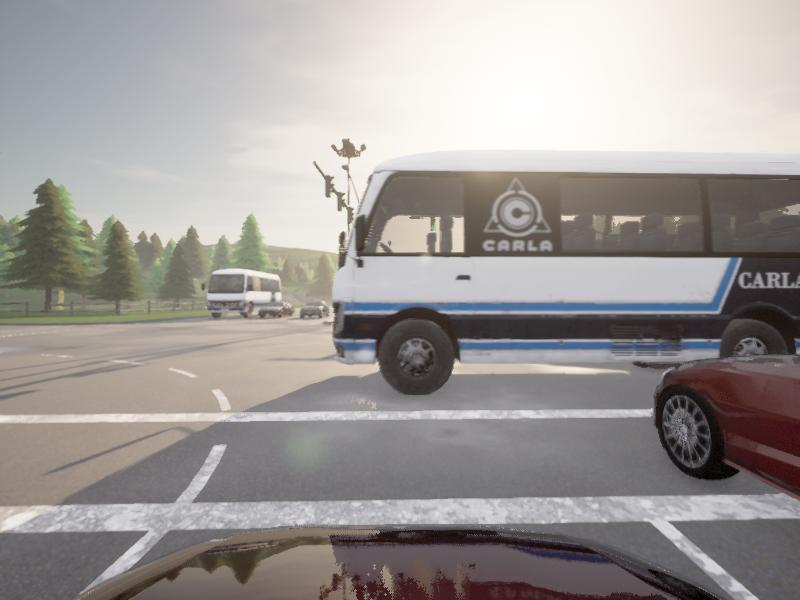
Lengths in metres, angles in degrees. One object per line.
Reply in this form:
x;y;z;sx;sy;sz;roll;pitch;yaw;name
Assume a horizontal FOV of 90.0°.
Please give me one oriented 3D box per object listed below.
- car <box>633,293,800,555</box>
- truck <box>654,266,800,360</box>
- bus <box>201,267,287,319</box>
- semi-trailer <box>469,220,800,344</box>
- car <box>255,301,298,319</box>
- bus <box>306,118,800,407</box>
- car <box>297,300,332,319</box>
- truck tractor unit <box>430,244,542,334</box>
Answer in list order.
3.582;0.776;1.853;2.152;1.651;5.027;0;0;1;car
10.966;0.345;11.833;5.204;2.467;2.627;0;0;1;truck
-14.131;-0.589;37.582;3.944;4.253;10.273;0;0;1;bus
10.366;-0.665;17.654;14.254;4.402;2.717;0;1;27;semi-trailer
-10.793;0.843;35.445;2.033;1.411;5.357;0;0;1;car
3.706;-0.546;7.983;10.273;4.253;3.944;0;0;-1;bus
-7.305;0.794;34.697;1.837;1.490;4.892;0;0;1;car
4.420;-0.567;22.256;3.053;4.208;6.516;-3;0;-18;truck tractor unit
